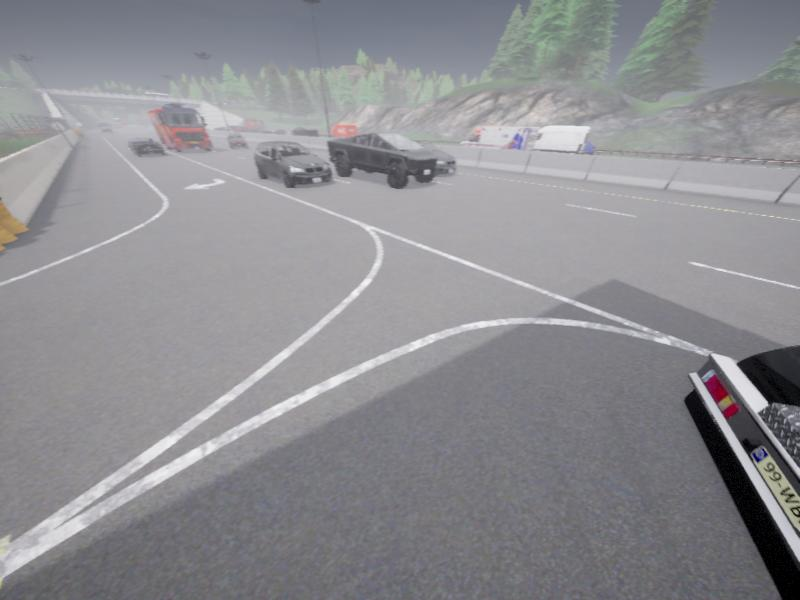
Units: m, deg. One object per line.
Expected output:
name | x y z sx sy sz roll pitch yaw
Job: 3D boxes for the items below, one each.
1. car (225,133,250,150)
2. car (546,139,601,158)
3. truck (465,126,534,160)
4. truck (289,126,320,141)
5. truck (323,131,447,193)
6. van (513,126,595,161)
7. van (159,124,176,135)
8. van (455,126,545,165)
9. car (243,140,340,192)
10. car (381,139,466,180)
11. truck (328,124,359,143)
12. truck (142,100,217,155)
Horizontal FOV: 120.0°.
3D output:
car | -19.112 -18.685 27.128 1.816 1.474 4.193 -20 42 -26
car | 18.371 -16.181 24.577 4.193 1.474 1.816 30 46 33
truck | 9.708 -15.775 23.032 5.204 2.467 2.627 30 46 33
truck | -18.025 -31.457 43.632 6.274 2.098 2.390 30 46 33
truck | -1.017 -7.370 11.925 6.274 2.098 2.390 30 46 33
van | 14.994 -15.664 22.934 5.915 2.561 1.988 30 46 33
van | -59.205 -43.418 58.783 4.442 1.987 1.775 30 46 33
van | 8.399 -13.633 20.184 6.366 2.431 2.351 30 46 33
car | -5.420 -6.833 11.476 4.611 1.667 2.242 30 45 33
car | 1.294 -8.755 14.174 4.611 1.667 2.242 30 46 33
truck | -10.162 -30.012 41.568 5.204 2.467 2.627 30 46 33
truck | -22.237 -17.299 23.262 8.468 3.827 2.891 30 46 33
